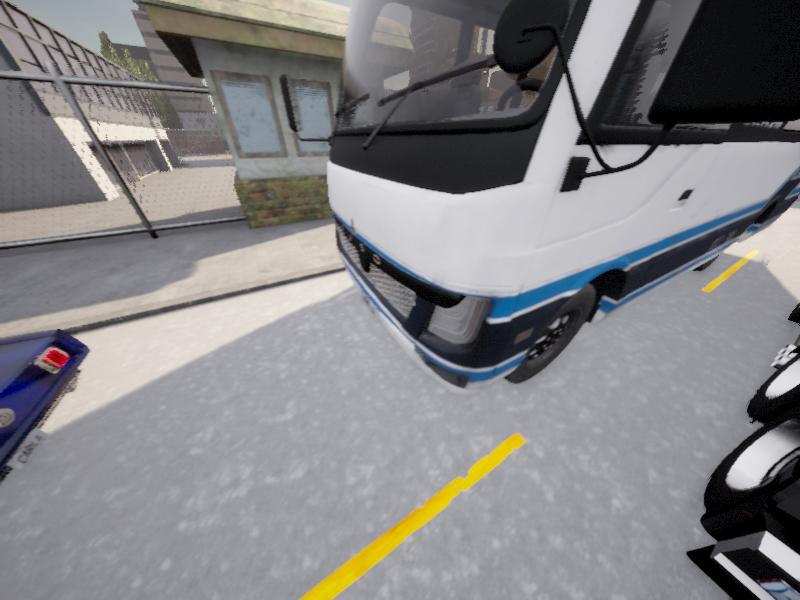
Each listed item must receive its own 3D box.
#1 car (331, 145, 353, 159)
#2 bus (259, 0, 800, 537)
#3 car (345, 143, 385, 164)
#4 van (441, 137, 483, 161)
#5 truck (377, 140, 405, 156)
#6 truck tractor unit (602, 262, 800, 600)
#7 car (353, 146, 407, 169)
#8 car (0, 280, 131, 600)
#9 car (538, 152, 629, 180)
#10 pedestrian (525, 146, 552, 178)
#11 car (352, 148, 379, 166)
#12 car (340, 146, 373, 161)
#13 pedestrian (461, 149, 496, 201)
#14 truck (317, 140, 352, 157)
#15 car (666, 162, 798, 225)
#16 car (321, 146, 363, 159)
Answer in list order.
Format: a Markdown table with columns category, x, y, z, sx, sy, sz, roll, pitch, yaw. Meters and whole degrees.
| category | x | y | z | sx | sy | sz | roll | pitch | yaw |
| --- | --- | --- | --- | --- | --- | --- | --- | --- | --- |
| car | -8.217 | -20.953 | 32.573 | 1.789 | 1.547 | 3.705 | -18 | 39 | -24 |
| bus | 3.946 | -2.454 | 3.845 | 10.273 | 4.253 | 3.944 | -17 | 38 | -23 |
| car | -3.818 | -16.209 | 25.512 | 3.866 | 1.878 | 1.905 | -18 | 39 | -24 |
| van | 8.514 | -21.337 | 32.530 | 1.988 | 2.561 | 5.915 | -18 | 39 | -25 |
| truck | -1.640 | -27.260 | 41.341 | 2.390 | 2.098 | 6.274 | -17 | 38 | -23 |
| truck tractor unit | 5.106 | -0.305 | 0.785 | 6.516 | 4.208 | 3.053 | -18 | 39 | -24 |
| car | -1.927 | -13.910 | 22.408 | 4.611 | 1.667 | 2.242 | -18 | 39 | -24 |
| car | -4.773 | 1.466 | 0.723 | 4.718 | 1.301 | 1.895 | -17 | 38 | -23 |
| car | 14.010 | -10.627 | 18.079 | 2.038 | 1.542 | 4.974 | -18 | 38 | -24 |
| pedestrian | 9.419 | -9.415 | 15.770 | 0.751 | 1.860 | 0.751 | -18 | 39 | -24 |
| car | -3.508 | -14.718 | 23.738 | 2.207 | 1.379 | 1.481 | -18 | 39 | -24 |
| car | -5.529 | -18.881 | 29.636 | 3.633 | 1.501 | 1.845 | -18 | 39 | -24 |
| pedestrian | 3.266 | -5.275 | 9.765 | 0.751 | 1.860 | 0.751 | -15 | 38 | -21 |
| truck | -9.994 | -23.330 | 35.555 | 4.478 | 2.038 | 2.069 | -18 | 39 | -24 |
| car | 13.066 | -4.455 | 9.203 | 4.902 | 1.511 | 2.128 | -24 | 41 | -30 |
| car | -8.190 | -21.051 | 32.841 | 5.357 | 1.415 | 2.033 | -18 | 39 | -24 |
